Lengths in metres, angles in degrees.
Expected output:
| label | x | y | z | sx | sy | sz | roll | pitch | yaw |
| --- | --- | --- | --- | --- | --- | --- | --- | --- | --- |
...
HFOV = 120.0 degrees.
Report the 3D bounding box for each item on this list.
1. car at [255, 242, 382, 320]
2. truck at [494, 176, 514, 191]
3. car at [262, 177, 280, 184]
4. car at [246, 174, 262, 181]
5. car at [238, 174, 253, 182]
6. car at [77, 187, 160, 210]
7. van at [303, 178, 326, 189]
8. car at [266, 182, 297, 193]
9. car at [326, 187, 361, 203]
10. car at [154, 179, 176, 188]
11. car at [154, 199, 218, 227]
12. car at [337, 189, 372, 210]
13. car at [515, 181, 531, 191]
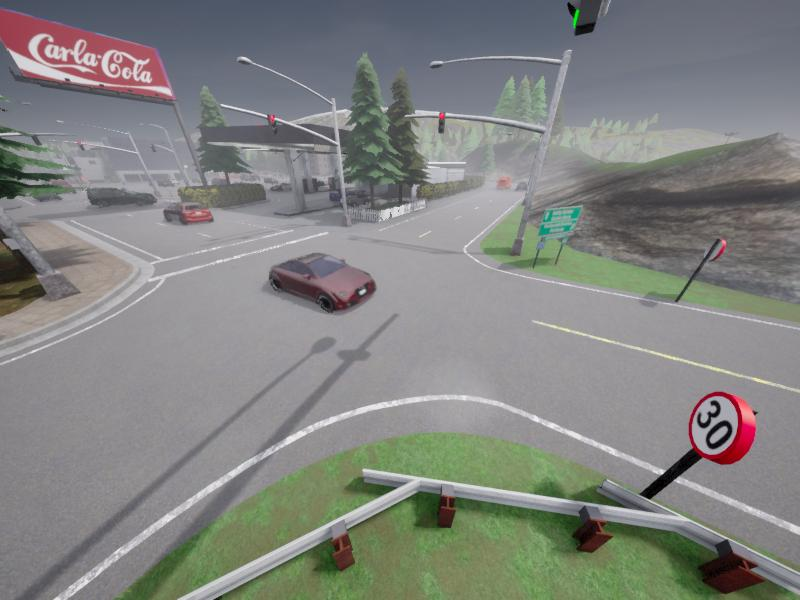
| label | x | y | z | sx | sy | sz | roll | pitch | yaw |
| --- | --- | --- | --- | --- | --- | --- | --- | --- | --- |
| car | -2.984 | -0.925 | 8.604 | 4.181 | 1.385 | 1.994 | 16 | 34 | 26 |
| truck | 21.759 | -24.394 | 48.378 | 2.627 | 2.467 | 5.204 | 16 | 34 | 26 |
| car | -35.476 | -32.774 | 63.464 | 4.514 | 1.523 | 2.007 | 16 | 34 | 26 |
| car | -48.269 | -40.358 | 76.197 | 4.605 | 1.855 | 1.932 | 16 | 34 | 26 |
| car | -49.373 | -39.016 | 73.832 | 3.866 | 1.878 | 1.905 | 16 | 34 | 26 |
| car | -33.067 | -12.191 | 27.506 | 5.566 | 2.045 | 2.150 | -11 | 33 | -20 |
| van | -19.250 | -26.386 | 52.261 | 2.069 | 2.038 | 4.480 | 16 | 34 | 26 |
| car | -23.524 | -22.541 | 46.109 | 2.038 | 1.542 | 4.974 | 16 | 34 | 26 |
| car | -8.082 | -15.233 | 33.445 | 2.242 | 1.667 | 4.611 | 16 | 34 | 26 |
| car | -54.495 | -27.084 | 53.607 | 4.514 | 1.523 | 2.007 | 16 | 34 | 26 |
| car | -18.362 | -7.600 | 19.872 | 4.611 | 1.667 | 2.242 | 16 | 32 | 26 |
| car | -5.367 | -12.080 | 27.650 | 1.905 | 1.878 | 3.866 | 16 | 34 | 26 |
| car | 25.985 | -24.112 | 48.732 | 2.033 | 1.649 | 4.856 | 16 | 34 | 26 |
